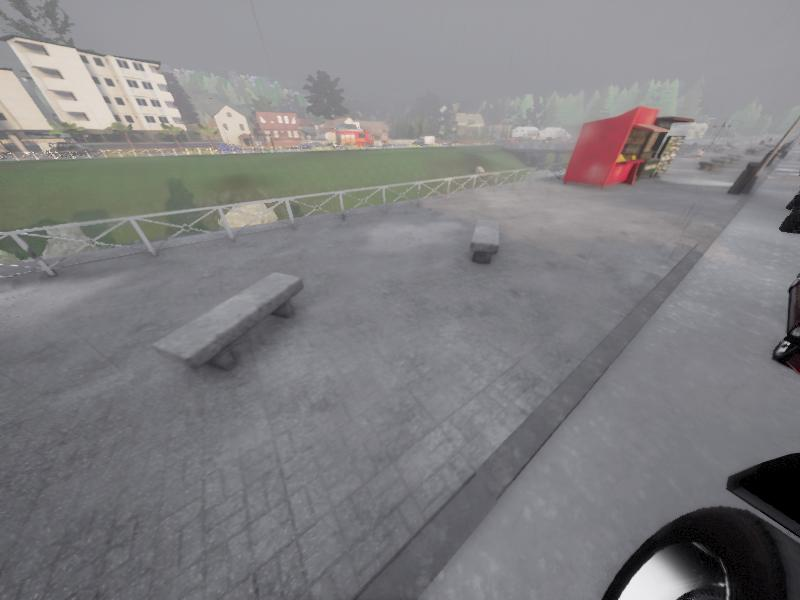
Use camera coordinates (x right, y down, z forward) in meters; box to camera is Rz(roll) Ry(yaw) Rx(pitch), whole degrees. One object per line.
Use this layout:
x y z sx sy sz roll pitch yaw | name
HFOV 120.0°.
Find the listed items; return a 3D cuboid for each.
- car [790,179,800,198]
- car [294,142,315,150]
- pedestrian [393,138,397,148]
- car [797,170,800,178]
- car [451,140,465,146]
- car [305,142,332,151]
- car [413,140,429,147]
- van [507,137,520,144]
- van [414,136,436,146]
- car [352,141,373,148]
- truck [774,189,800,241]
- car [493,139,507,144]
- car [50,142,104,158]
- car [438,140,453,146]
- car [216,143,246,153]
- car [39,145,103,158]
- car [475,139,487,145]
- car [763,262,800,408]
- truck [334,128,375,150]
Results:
19.969 -5.515 10.263 4.902 1.511 2.128 -22 41 -27 | car
-21.506 -34.850 52.266 3.806 1.475 1.970 -22 41 -28 | car
-1.192 -36.964 54.480 0.751 1.860 0.751 -22 40 -27 | pedestrian
28.264 -8.981 15.053 5.366 1.575 1.801 -22 41 -28 | car
17.777 -48.172 70.701 3.633 1.501 1.845 -22 41 -28 | car
-17.751 -33.609 50.401 4.792 1.488 2.163 -22 41 -28 | car
5.730 -43.227 63.816 3.988 1.617 1.851 -22 41 -28 | car
41.429 -58.021 84.119 4.442 1.987 1.775 -22 41 -28 | van
7.288 -47.058 68.448 6.366 2.431 2.351 -22 41 -28 | van
-9.590 -39.770 59.054 4.892 1.490 1.837 -22 41 -28 | car
13.396 -3.047 6.306 6.274 2.098 2.390 -22 40 -28 | truck
37.121 -58.938 85.747 4.856 1.649 2.033 -22 41 -28 | car
-46.803 -21.880 33.639 3.866 1.878 1.905 -22 41 -28 | car
14.366 -49.490 72.821 4.718 1.301 1.895 -22 41 -28 | car
-31.170 -28.120 42.728 4.193 1.474 1.816 -22 41 -28 | car
-50.487 -22.989 35.670 5.357 1.411 2.033 -22 41 -28 | car
28.352 -55.246 80.801 3.806 1.475 1.970 -22 41 -28 | car
6.188 0.210 2.399 4.181 1.385 1.994 -22 41 -28 | car
-10.444 -37.552 53.895 8.468 3.827 2.891 -22 41 -28 | truck
